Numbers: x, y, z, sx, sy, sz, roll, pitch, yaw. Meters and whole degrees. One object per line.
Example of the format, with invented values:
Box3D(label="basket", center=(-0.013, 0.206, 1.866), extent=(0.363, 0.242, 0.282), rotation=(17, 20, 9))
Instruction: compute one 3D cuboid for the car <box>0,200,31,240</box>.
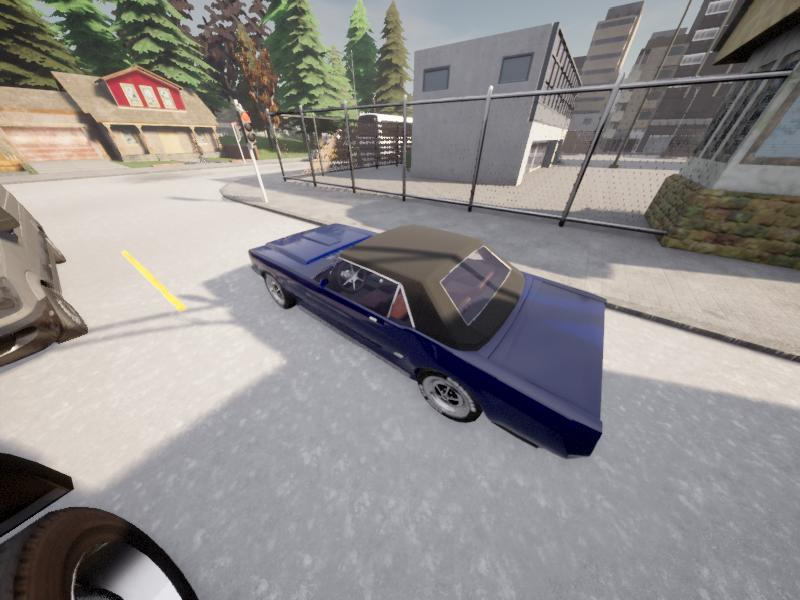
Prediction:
Box3D(label="car", center=(-12.387, -2.482, 6.006), extent=(3.705, 1.549, 1.789), rotation=(15, 38, 20))

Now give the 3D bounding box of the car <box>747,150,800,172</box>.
Box3D(label="car", center=(33.995, -11.566, 19.228), extent=(5.357, 1.415, 2.033), rotation=(23, 41, 28))

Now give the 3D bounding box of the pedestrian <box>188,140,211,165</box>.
Box3D(label="pedestrian", center=(-18.174, -13.396, 20.972), extent=(0.751, 1.860, 0.751), rotation=(20, 40, 26))

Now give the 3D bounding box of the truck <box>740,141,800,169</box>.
Box3D(label="truck", center=(36.434, -13.612, 21.609), extent=(4.478, 2.038, 2.069), rotation=(23, 41, 28))

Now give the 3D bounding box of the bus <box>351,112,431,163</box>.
Box3D(label="bus", center=(-0.616, -19.530, 27.950), extent=(3.944, 4.253, 10.273), rotation=(22, 41, 28))

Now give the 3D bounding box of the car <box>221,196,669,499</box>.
Box3D(label="car", center=(-0.133, -0.266, 3.168), extent=(4.718, 1.301, 1.895), rotation=(24, 41, 29))

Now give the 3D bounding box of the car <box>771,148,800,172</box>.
Box3D(label="car", center=(33.733, -11.573, 19.112), extent=(1.789, 1.547, 3.705), rotation=(23, 41, 28))

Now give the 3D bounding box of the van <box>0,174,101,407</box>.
Box3D(label="van", center=(-6.594, -0.860, 2.899), extent=(5.915, 2.561, 1.988), rotation=(24, 41, 30))

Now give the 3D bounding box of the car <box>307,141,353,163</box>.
Box3D(label="car", center=(-7.779, -16.796, 26.079), extent=(1.932, 1.855, 4.605), rotation=(22, 40, 27))

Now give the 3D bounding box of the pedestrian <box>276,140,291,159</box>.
Box3D(label="pedestrian", center=(-13.420, -17.378, 26.659), extent=(0.751, 1.860, 0.751), rotation=(22, 41, 28))

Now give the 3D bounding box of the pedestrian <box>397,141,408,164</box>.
Box3D(label="pedestrian", center=(0.210, -14.087, 22.080), extent=(0.751, 1.860, 0.751), rotation=(22, 41, 28))
